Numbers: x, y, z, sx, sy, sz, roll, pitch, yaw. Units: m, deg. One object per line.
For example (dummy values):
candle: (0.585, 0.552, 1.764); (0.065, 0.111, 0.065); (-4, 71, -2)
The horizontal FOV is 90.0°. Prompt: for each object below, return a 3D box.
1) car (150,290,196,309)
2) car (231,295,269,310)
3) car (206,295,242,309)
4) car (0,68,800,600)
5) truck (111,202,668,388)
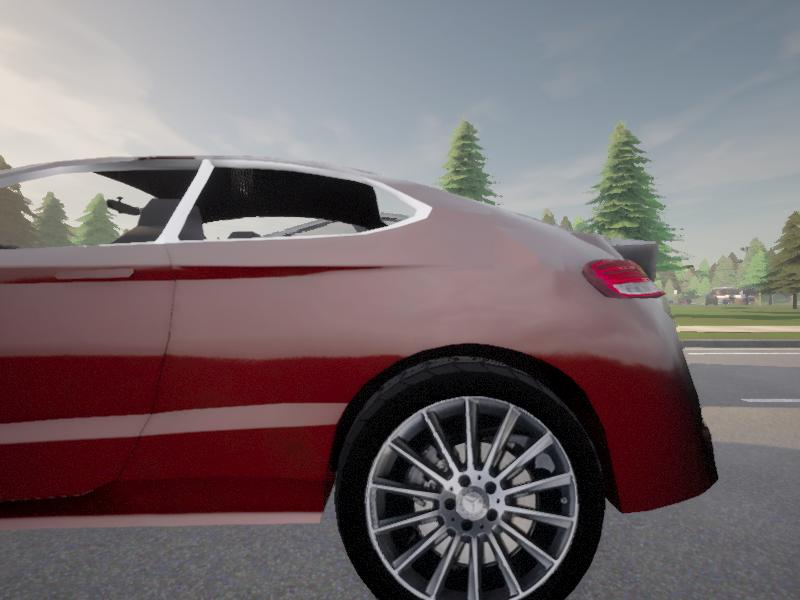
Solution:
car: (-26.551, -0.053, 47.108); (2.150, 2.045, 5.566); (0, 0, 1)
car: (-16.098, 0.221, 43.212); (2.128, 1.511, 4.902); (0, 0, 1)
car: (-19.580, 0.227, 44.720); (1.837, 1.490, 4.892); (0, 0, 1)
car: (-1.308, 0.179, 2.200); (5.027, 1.651, 2.152); (0, 0, 0)
truck: (-0.117, -0.058, 5.701); (6.274, 2.098, 2.390); (0, 0, 0)
